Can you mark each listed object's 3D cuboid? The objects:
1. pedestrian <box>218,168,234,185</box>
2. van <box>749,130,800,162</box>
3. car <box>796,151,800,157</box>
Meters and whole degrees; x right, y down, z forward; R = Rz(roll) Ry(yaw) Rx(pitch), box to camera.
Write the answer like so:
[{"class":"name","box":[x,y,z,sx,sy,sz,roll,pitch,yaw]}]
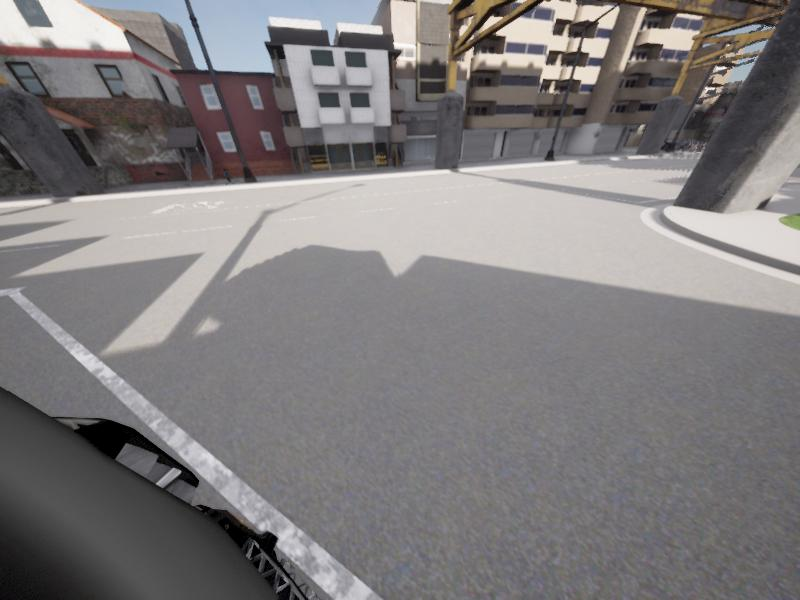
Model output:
[{"class":"pedestrian","box":[-12.808,-9.121,17.058,0.500,1.100,0.500,-13,35,-16]},{"class":"van","box":[31.724,-12.392,18.508,4.480,2.038,2.069,-12,35,-14]},{"class":"car","box":[38.491,-13.619,20.318,5.366,1.575,1.801,-12,35,-14]}]
